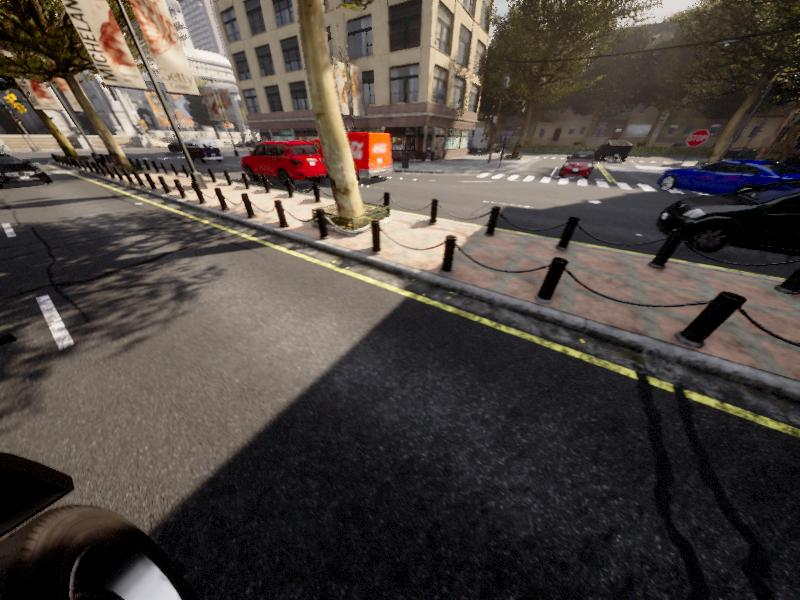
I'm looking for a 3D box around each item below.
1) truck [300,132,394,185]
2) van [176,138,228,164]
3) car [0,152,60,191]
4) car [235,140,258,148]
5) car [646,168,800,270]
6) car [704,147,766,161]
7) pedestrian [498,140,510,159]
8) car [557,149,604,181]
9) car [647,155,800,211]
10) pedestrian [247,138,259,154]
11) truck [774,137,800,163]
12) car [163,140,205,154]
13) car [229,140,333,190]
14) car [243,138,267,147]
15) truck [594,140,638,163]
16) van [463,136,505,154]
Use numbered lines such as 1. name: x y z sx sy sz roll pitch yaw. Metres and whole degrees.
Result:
1. truck: -3.253 -9.088 14.630 5.204 2.467 2.627 21 40 26
2. van: -20.331 -15.354 23.752 4.480 2.038 2.069 21 40 26
3. car: -21.240 -6.981 12.384 4.674 1.442 1.812 14 37 19
4. car: -35.588 -36.129 53.553 1.970 1.475 3.806 21 40 26
5. car: 8.758 -1.806 5.147 3.988 1.617 1.851 21 40 26
6. car: 43.939 -19.333 30.503 4.181 1.385 1.994 22 41 28
7. pedestrian: 12.424 -18.047 27.689 0.751 1.860 0.751 18 39 24
8. car: 12.776 -9.652 16.310 1.851 1.617 3.988 24 42 30
9. car: 15.108 -5.577 10.609 1.882 1.535 5.008 -4 35 -5
10. pedestrian: -21.611 -22.737 34.062 0.751 1.860 0.751 23 41 29
11. truck: 49.859 -17.575 27.098 5.204 2.467 2.627 20 40 26
12. car: -34.747 -24.843 37.439 1.930 1.638 5.238 0 35 1
13. car: -6.778 -7.844 13.203 5.566 2.045 2.150 21 40 26
14. car: -32.544 -35.384 51.952 1.851 1.617 3.988 21 40 26
15. truck: 26.402 -18.552 28.619 2.390 2.098 6.274 17 39 22
16. van: 15.167 -28.197 41.922 6.366 2.431 2.351 21 40 26
